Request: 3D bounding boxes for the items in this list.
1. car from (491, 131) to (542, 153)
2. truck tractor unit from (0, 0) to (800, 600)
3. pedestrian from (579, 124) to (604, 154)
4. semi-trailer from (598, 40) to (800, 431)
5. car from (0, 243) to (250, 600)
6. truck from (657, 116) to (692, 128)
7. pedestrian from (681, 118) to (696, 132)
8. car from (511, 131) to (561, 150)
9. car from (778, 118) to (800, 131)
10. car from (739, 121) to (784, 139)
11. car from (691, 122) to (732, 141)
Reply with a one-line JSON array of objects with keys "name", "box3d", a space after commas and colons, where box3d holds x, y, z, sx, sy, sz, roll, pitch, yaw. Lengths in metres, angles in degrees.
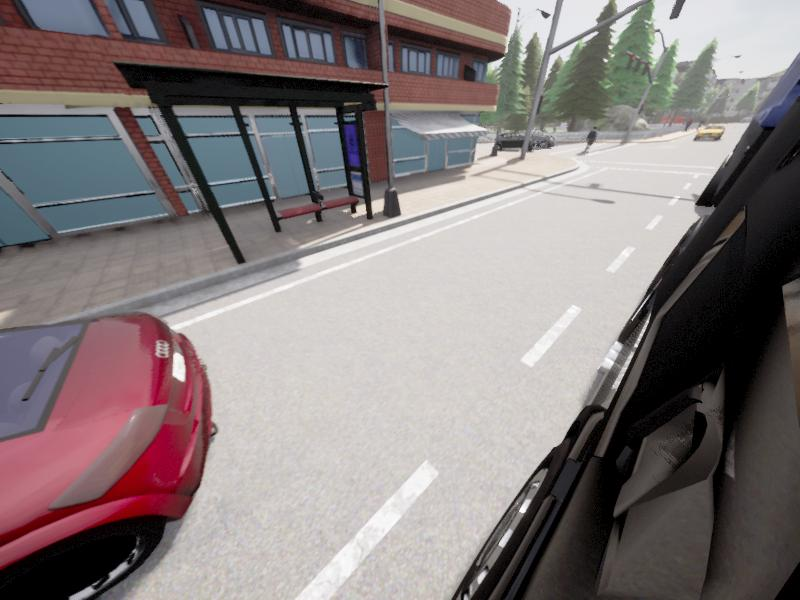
[{"name": "car", "box3d": [10.923, -14.997, 21.895, 3.705, 1.549, 1.789, 23, 44, 30]}, {"name": "truck tractor unit", "box3d": [2.645, -0.295, 0.351, 6.516, 4.208, 3.053, -28, 44, -30]}, {"name": "pedestrian", "box3d": [14.950, -12.548, 18.074, 0.751, 1.860, 0.751, -26, 43, -29]}, {"name": "semi-trailer", "box3d": [8.699, -3.580, 4.261, 14.254, 4.402, 2.717, -28, 43, -30]}, {"name": "car", "box3d": [-3.370, 1.303, 0.878, 4.181, 1.385, 1.994, -27, 43, -30]}, {"name": "truck", "box3d": [74.556, -48.359, 62.890, 2.627, 2.467, 5.204, -27, 43, -29]}, {"name": "pedestrian", "box3d": [50.631, -30.710, 40.538, 0.751, 1.860, 0.751, -28, 44, -31]}, {"name": "car", "box3d": [13.787, -16.307, 23.576, 3.806, 1.475, 1.970, 24, 44, 31]}, {"name": "car", "box3d": [62.964, -28.158, 36.992, 5.008, 1.535, 1.882, -28, 44, -31]}, {"name": "car", "box3d": [41.054, -19.372, 26.342, 4.792, 1.488, 2.163, -28, 43, -30]}, {"name": "car", "box3d": [35.296, -19.070, 26.160, 5.366, 1.575, 1.801, -26, 43, -29]}]
